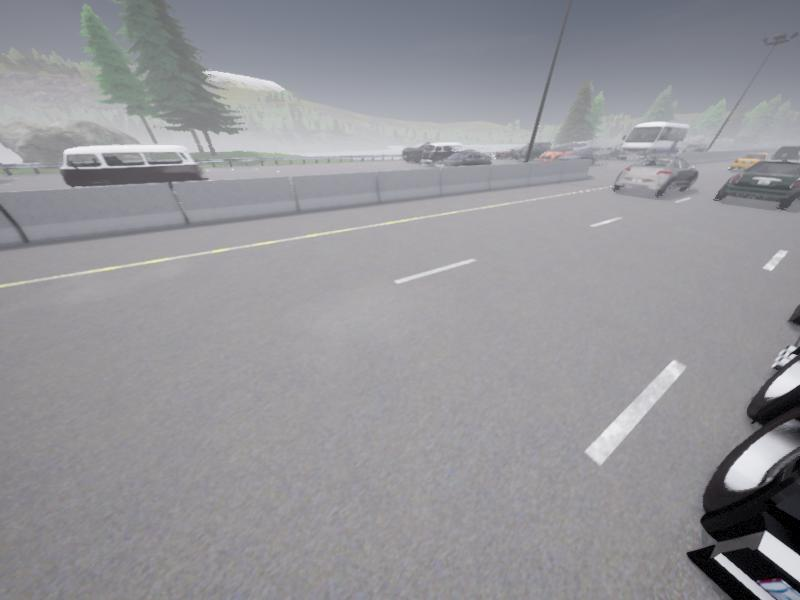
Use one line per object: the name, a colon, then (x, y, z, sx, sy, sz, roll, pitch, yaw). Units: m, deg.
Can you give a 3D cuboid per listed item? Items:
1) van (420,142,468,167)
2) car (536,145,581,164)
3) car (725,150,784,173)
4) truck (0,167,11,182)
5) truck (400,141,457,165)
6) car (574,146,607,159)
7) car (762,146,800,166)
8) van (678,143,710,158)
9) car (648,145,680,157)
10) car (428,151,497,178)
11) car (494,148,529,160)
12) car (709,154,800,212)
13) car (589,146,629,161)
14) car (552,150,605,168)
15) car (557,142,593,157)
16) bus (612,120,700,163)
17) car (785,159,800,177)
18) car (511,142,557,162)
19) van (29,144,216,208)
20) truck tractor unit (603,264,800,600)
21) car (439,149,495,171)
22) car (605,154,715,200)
van: (4.555, -15.382, 24.374, 4.480, 2.038, 2.069, -18, 39, -24)
car: (19.265, -17.764, 28.142, 4.553, 1.767, 2.097, -18, 39, -24)
car: (32.956, -12.903, 21.461, 5.366, 1.575, 1.801, -18, 39, -24)
truck: (-27.559, -7.256, 12.361, 6.274, 2.098, 2.390, -18, 39, -24)
truck: (3.331, -17.316, 27.093, 6.274, 2.098, 2.390, -18, 39, -24)
car: (30.448, -23.602, 36.870, 4.514, 1.525, 2.007, -18, 39, -24)
car: (46.368, -17.395, 27.768, 3.866, 1.878, 1.905, -18, 39, -24)
van: (50.443, -25.686, 39.639, 4.442, 1.987, 1.775, -18, 39, -24)
car: (47.699, -26.971, 41.739, 4.611, 1.667, 2.242, -18, 39, -24)
car: (4.882, -10.655, 18.046, 4.902, 1.511, 2.128, -18, 39, -24)
car: (16.144, -21.159, 33.434, 4.718, 1.301, 1.895, -18, 39, -24)
car: (16.770, -5.410, 10.362, 4.553, 1.767, 2.097, -18, 39, -24)
car: (30.165, -21.242, 33.390, 5.027, 1.651, 2.152, -18, 39, -24)
car: (19.229, -15.280, 24.924, 5.357, 1.411, 2.033, -18, 39, -24)
car: (30.223, -26.054, 39.926, 5.566, 2.045, 2.150, -19, 39, -24)
bus: (34.613, -21.379, 31.328, 10.273, 4.253, 3.944, -18, 39, -25)
car: (33.109, -10.601, 18.244, 3.806, 1.475, 1.970, -18, 39, -24)
car: (17.740, -19.677, 30.662, 5.566, 2.045, 2.150, -18, 39, -25)
van: (-11.323, -5.598, 10.170, 4.480, 2.038, 2.069, -18, 39, -24)
truck tractor unit: (5.109, -0.302, 0.791, 6.516, 4.208, 3.053, -18, 39, -24)
car: (6.374, -13.457, 22.073, 4.974, 1.542, 2.038, -18, 39, -24)
car: (13.822, -6.690, 12.326, 5.027, 1.651, 2.152, -18, 39, -24)
